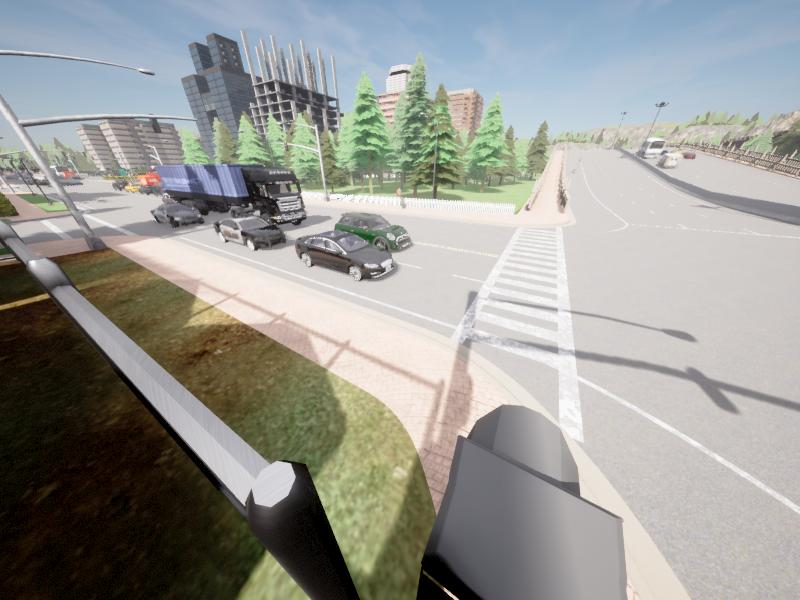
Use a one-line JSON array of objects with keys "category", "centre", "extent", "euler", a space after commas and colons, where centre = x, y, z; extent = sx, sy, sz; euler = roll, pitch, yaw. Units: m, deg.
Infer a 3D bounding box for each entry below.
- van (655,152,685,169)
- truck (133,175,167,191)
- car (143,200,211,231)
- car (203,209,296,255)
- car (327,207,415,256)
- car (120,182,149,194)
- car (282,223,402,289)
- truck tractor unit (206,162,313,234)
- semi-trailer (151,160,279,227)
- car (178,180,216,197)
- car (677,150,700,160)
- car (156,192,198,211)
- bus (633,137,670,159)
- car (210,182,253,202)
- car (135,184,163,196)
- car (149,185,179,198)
[{"category": "van", "centre": [60.411, -31.381, 51.898], "extent": [2.351, 2.431, 6.366], "euler": [16, 41, 26]}, {"category": "truck", "centre": [-49.132, -23.022, 45.411], "extent": [5.204, 2.467, 2.627], "euler": [17, 34, 27]}, {"category": "car", "centre": [-17.627, -6.793, 18.239], "extent": [4.974, 1.542, 2.038], "euler": [17, 34, 27]}, {"category": "car", "centre": [-8.835, -4.141, 13.537], "extent": [5.238, 1.638, 1.930], "euler": [17, 34, 27]}, {"category": "car", "centre": [-1.649, -4.057, 13.237], "extent": [4.553, 1.767, 2.097], "euler": [17, 34, 27]}, {"category": "car", "centre": [-47.118, -19.966, 41.007], "extent": [5.366, 1.575, 1.801], "euler": [17, 34, 27]}, {"category": "car", "centre": [-2.551, -2.155, 10.227], "extent": [4.902, 1.511, 2.128], "euler": [17, 34, 27]}, {"category": "truck tractor unit", "centre": [-10.323, -7.771, 17.250], "extent": [6.516, 4.208, 3.053], "euler": [17, 34, 27]}, {"category": "semi-trailer", "centre": [-17.030, -9.958, 20.835], "extent": [14.254, 4.402, 2.717], "euler": [18, 34, 27]}, {"category": "car", "centre": [-31.949, -17.567, 36.387], "extent": [5.566, 2.045, 2.150], "euler": [17, 34, 27]}, {"category": "car", "centre": [73.801, -37.145, 59.144], "extent": [2.163, 1.488, 4.792], "euler": [16, 41, 26]}, {"category": "car", "centre": [-24.624, -10.964, 25.541], "extent": [3.806, 1.475, 1.970], "euler": [17, 34, 28]}, {"category": "bus", "centre": [69.812, -42.494, 64.509], "extent": [3.944, 4.253, 10.273], "euler": [16, 41, 26]}, {"category": "car", "centre": [-23.119, -14.865, 31.706], "extent": [5.566, 2.045, 2.150], "euler": [17, 34, 27]}, {"category": "car", "centre": [-41.167, -18.094, 37.870], "extent": [4.193, 1.474, 1.816], "euler": [17, 34, 27]}, {"category": "car", "centre": [-35.779, -16.477, 34.990], "extent": [3.705, 1.549, 1.789], "euler": [17, 34, 27]}]
